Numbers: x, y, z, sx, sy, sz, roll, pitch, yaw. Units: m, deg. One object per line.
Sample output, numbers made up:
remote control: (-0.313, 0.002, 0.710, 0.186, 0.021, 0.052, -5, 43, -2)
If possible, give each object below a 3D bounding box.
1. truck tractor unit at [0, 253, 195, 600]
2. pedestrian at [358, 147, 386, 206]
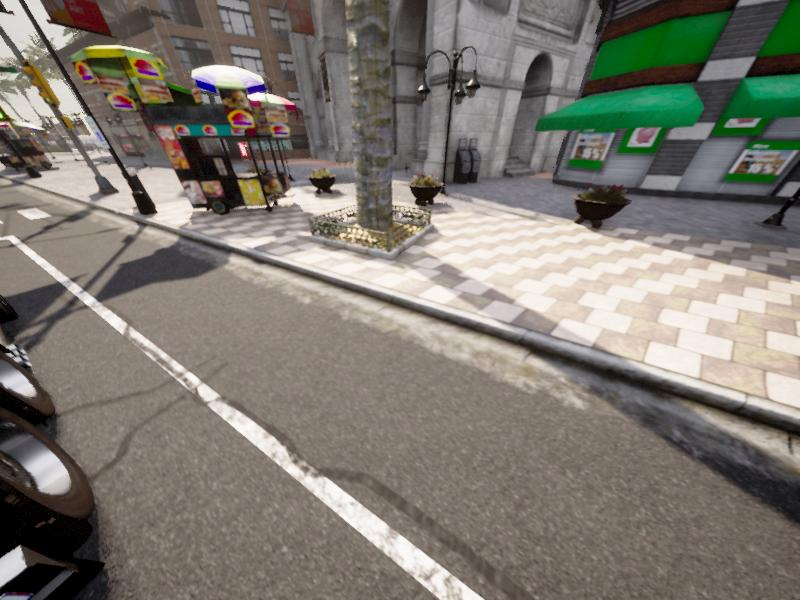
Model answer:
truck tractor unit: (-5.094, -0.317, 0.805, 6.516, 4.208, 3.053, 19, 39, 25)
pedestrian: (-1.047, -4.722, 8.858, 0.751, 1.860, 0.751, -15, 37, -20)
